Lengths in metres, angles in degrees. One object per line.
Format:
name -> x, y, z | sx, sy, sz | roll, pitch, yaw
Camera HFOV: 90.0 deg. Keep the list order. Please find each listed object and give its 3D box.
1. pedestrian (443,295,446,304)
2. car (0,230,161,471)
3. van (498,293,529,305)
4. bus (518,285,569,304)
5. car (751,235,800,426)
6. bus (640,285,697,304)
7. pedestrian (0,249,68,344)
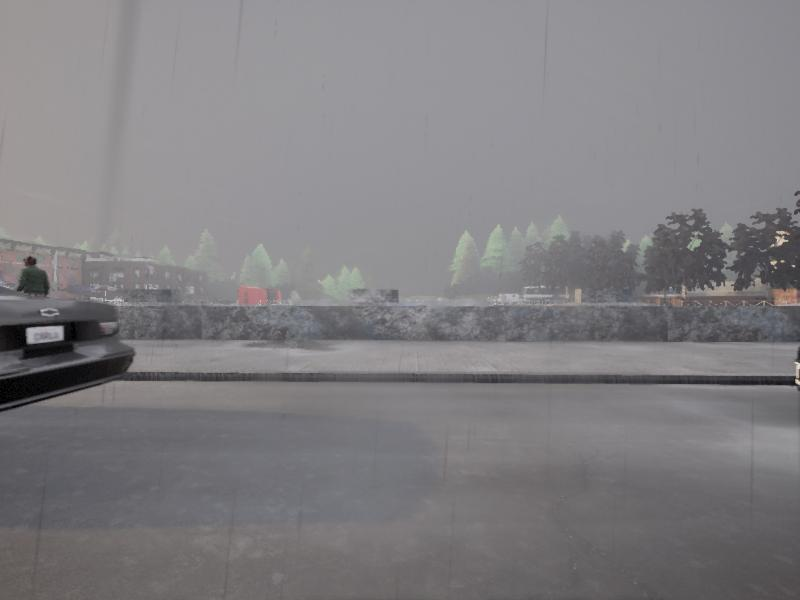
pedestrian -> 9.311, -0.067, 83.677 | 0.751, 1.860, 0.751 | 0, 0, 1
car -> -5.006, 0.295, 2.907 | 5.357, 1.411, 2.033 | 0, 0, 2
van -> 24.999, -0.227, 88.378 | 6.366, 2.431, 2.351 | 0, 0, 2
bus -> 32.840, -1.139, 92.004 | 10.273, 4.253, 3.944 | 0, 0, 2
car -> 5.538, 0.245, 2.555 | 4.892, 1.490, 1.837 | 0, 0, 2
bus -> 61.045, -1.139, 91.077 | 10.273, 4.253, 3.944 | 0, 0, 2
pedestrian -> -7.478, -0.067, 8.174 | 0.751, 1.860, 0.751 | 0, 0, 6
